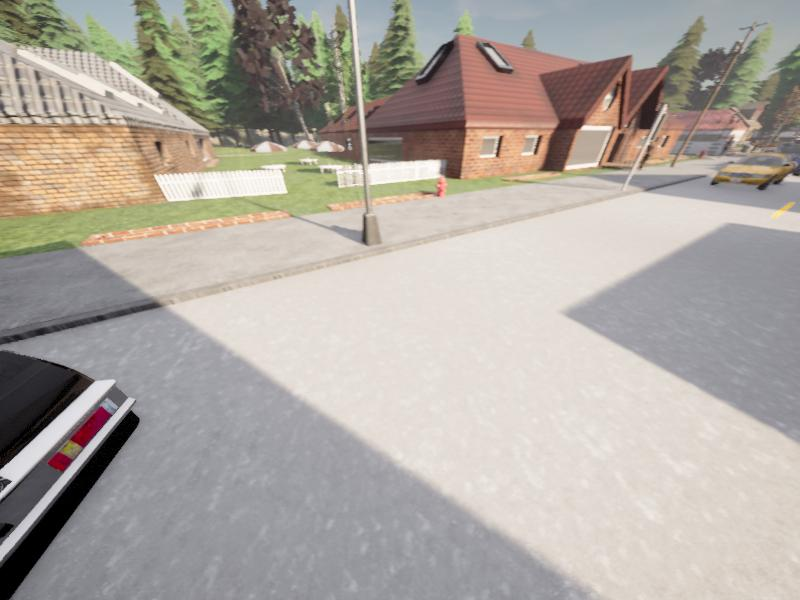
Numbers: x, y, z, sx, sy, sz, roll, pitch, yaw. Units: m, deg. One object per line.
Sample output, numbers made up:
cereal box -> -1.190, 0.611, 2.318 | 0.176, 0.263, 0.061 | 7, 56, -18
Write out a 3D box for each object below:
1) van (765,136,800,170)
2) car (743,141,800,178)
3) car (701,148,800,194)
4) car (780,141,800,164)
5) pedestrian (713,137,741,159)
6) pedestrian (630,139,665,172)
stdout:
van -> 31.073, -11.320, 17.705 | 4.480, 2.038, 2.069 | -19, 39, -24
car -> 25.568, -9.338, 15.200 | 4.553, 1.767, 2.097 | -19, 39, -24
car -> 18.248, -6.729, 11.808 | 5.366, 1.575, 1.801 | -18, 39, -23
car -> 37.053, -13.203, 20.595 | 4.611, 1.667, 2.242 | -19, 39, -24
pedestrian -> 33.303, -15.535, 23.565 | 0.751, 1.860, 0.751 | -19, 39, -24
pedestrian -> 17.016, -9.959, 15.931 | 0.751, 1.860, 0.751 | -16, 38, -20
